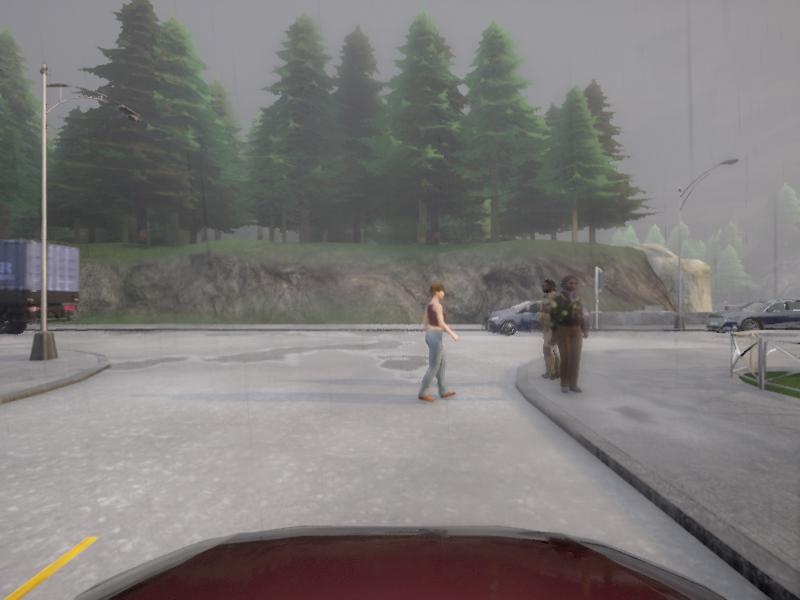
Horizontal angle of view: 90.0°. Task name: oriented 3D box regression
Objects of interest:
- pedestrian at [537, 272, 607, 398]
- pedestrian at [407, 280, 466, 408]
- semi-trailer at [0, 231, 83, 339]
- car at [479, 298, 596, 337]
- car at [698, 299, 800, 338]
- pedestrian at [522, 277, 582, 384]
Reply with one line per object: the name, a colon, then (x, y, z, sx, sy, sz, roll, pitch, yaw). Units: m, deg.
pedestrian: (2.681, 0.521, 6.303, 0.751, 1.860, 0.751, 0, 0, -3)
pedestrian: (0.544, 0.642, 6.257, 0.751, 1.860, 0.751, 0, 0, -9)
semi-trailer: (-22.368, -0.606, 18.276, 14.254, 4.402, 2.717, 0, 0, 4)
car: (6.194, 0.771, 18.474, 4.611, 1.667, 2.242, 0, 0, 0)
car: (16.893, 0.790, 18.400, 4.856, 1.649, 2.033, 0, 0, 0)
pedestrian: (2.785, 0.530, 7.376, 0.751, 1.860, 0.751, 0, 0, -14)
